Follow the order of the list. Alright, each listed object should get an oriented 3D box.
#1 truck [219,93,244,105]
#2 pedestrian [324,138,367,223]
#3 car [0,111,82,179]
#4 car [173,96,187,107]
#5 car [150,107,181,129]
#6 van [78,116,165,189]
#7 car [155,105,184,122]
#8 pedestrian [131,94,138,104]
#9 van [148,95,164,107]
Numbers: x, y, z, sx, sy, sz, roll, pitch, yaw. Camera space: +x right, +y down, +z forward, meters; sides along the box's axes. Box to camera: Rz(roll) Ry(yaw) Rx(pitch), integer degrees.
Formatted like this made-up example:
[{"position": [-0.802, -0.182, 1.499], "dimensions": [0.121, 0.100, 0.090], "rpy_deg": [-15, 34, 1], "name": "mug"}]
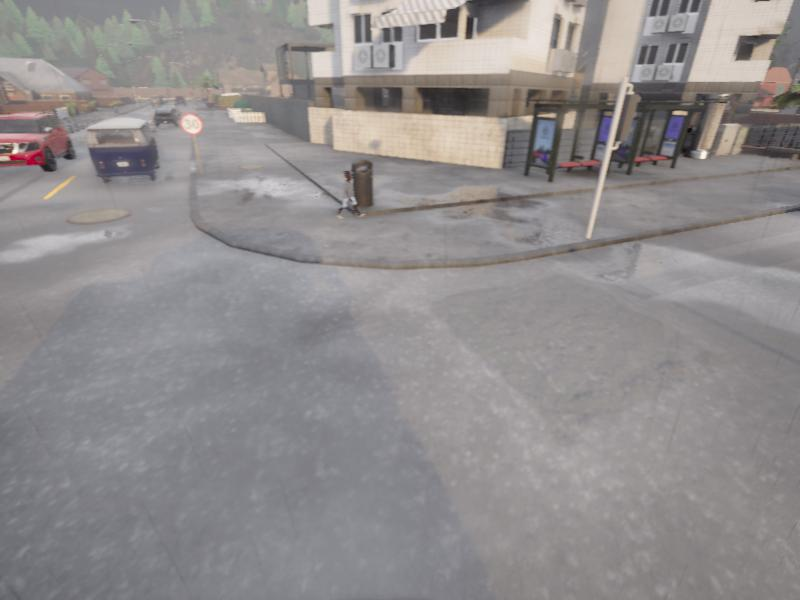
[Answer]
[{"position": [-36.021, -43.023, 85.546], "dimensions": [4.478, 2.038, 2.069], "rpy_deg": [-14, 31, -21], "name": "truck"}, {"position": [-1.306, -2.946, 9.865], "dimensions": [0.751, 1.860, 0.751], "rpy_deg": [6, 28, 10], "name": "pedestrian"}, {"position": [-15.463, -6.576, 16.556], "dimensions": [2.150, 2.045, 5.566], "rpy_deg": [-11, 29, -22], "name": "car"}, {"position": [-41.622, -37.677, 75.878], "dimensions": [1.905, 1.878, 3.866], "rpy_deg": [-11, 30, -22], "name": "car"}, {"position": [-21.014, -16.446, 35.993], "dimensions": [1.837, 1.490, 4.892], "rpy_deg": [-11, 30, -22], "name": "car"}, {"position": [-10.294, -5.750, 15.172], "dimensions": [1.775, 1.987, 4.442], "rpy_deg": [-12, 30, -22], "name": "van"}, {"position": [-24.347, -19.845, 42.458], "dimensions": [2.163, 1.488, 4.792], "rpy_deg": [-11, 30, -22], "name": "car"}, {"position": [-56.438, -42.743, 84.945], "dimensions": [0.751, 1.860, 0.751], "rpy_deg": [-10, 29, -19], "name": "pedestrian"}, {"position": [-44.873, -36.611, 73.606], "dimensions": [1.775, 1.987, 4.442], "rpy_deg": [-11, 30, -22], "name": "van"}]
